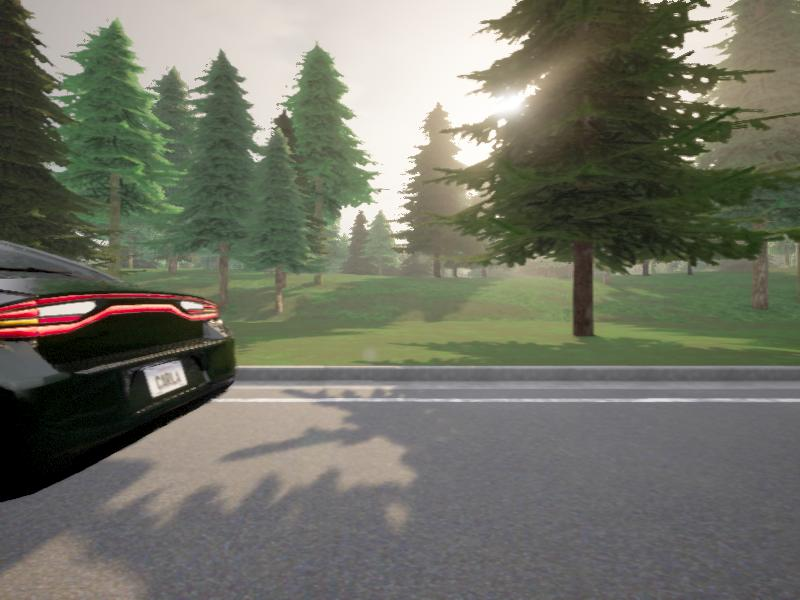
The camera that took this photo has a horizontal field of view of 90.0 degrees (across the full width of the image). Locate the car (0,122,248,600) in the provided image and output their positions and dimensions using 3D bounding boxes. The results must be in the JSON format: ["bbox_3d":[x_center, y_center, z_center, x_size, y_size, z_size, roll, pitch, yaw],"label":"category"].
[{"bbox_3d":[-3.713,0.225,2.200,4.974,1.542,2.038,0,0,0],"label":"car"}]
